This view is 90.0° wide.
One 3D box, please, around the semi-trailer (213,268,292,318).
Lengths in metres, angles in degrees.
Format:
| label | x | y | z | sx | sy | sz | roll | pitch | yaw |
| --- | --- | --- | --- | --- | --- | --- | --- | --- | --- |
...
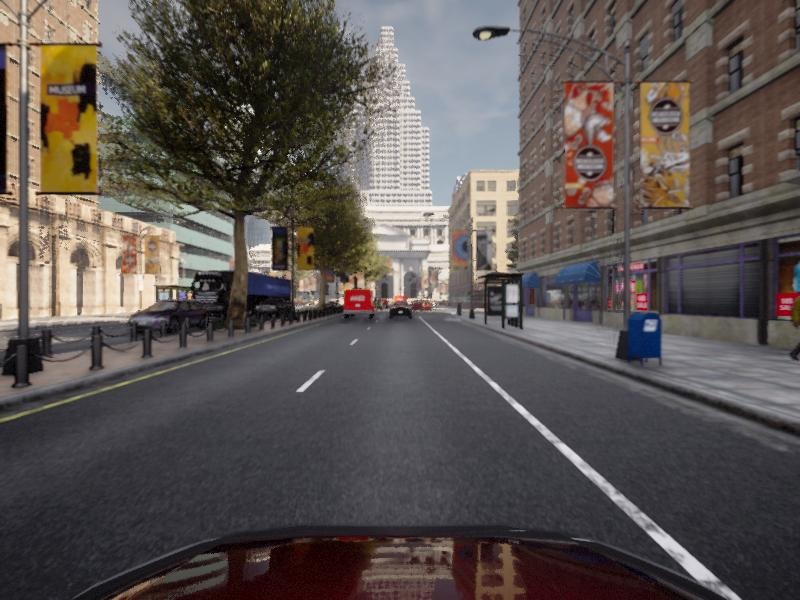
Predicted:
| label | x | y | z | sx | sy | sz | roll | pitch | yaw |
| --- | --- | --- | --- | --- | --- | --- | --- | --- | --- |
| semi-trailer | -14.803 | -0.626 | 42.075 | 2.717 | 4.402 | 14.254 | 0 | 0 | 1 |

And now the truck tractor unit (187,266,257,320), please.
| label | x | y | z | sx | sy | sz | roll | pitch | yaw |
| --- | --- | --- | --- | --- | --- | --- | --- | --- | --- |
| truck tractor unit | -14.941 | -0.528 | 34.161 | 3.053 | 4.208 | 6.516 | 0 | 0 | 0 |

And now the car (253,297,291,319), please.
| label | x | y | z | sx | sy | sz | roll | pitch | yaw |
| --- | --- | --- | --- | --- | --- | --- | --- | --- | --- |
| car | -11.461 | 0.645 | 36.041 | 1.932 | 1.855 | 4.605 | 0 | 0 | 0 |

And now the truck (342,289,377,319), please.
| label | x | y | z | sx | sy | sz | roll | pitch | yaw |
| --- | --- | --- | --- | --- | --- | --- | --- | --- | --- |
| truck | -3.466 | 0.351 | 35.473 | 2.627 | 2.467 | 5.204 | 0 | 0 | 0 |

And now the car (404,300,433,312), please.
| label | x | y | z | sx | sy | sz | roll | pitch | yaw |
| --- | --- | --- | --- | --- | --- | --- | --- | --- | --- |
| car | 2.566 | 0.779 | 56.781 | 1.851 | 1.617 | 3.988 | 0 | 0 | -43 |

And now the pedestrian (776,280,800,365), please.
| label | x | y | z | sx | sy | sz | roll | pitch | yaw |
| --- | --- | --- | --- | --- | --- | --- | --- | --- | --- |
| pedestrian | 9.153 | 0.484 | 8.968 | 0.751 | 1.860 | 0.751 | 0 | 0 | 6 |

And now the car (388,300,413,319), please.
| label | x | y | z | sx | sy | sz | roll | pitch | yaw |
| --- | --- | --- | --- | --- | --- | --- | --- | --- | --- |
| car | 0.141 | 0.819 | 36.192 | 2.038 | 1.542 | 4.974 | 0 | 0 | 2 |

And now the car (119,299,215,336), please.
| label | x | y | z | sx | sy | sz | roll | pitch | yaw |
| --- | --- | --- | --- | --- | --- | --- | --- | --- | --- |
| car | -11.483 | 0.775 | 20.220 | 2.033 | 1.649 | 4.856 | 0 | 0 | 0 |
